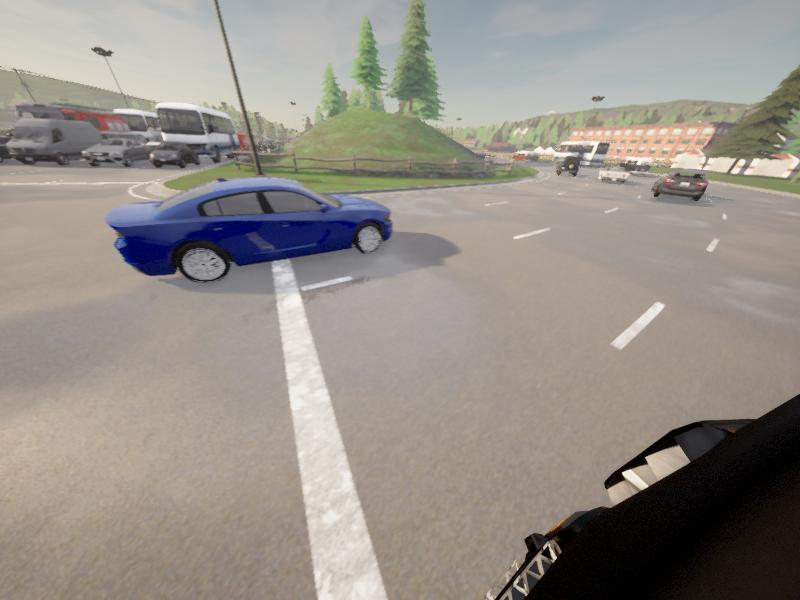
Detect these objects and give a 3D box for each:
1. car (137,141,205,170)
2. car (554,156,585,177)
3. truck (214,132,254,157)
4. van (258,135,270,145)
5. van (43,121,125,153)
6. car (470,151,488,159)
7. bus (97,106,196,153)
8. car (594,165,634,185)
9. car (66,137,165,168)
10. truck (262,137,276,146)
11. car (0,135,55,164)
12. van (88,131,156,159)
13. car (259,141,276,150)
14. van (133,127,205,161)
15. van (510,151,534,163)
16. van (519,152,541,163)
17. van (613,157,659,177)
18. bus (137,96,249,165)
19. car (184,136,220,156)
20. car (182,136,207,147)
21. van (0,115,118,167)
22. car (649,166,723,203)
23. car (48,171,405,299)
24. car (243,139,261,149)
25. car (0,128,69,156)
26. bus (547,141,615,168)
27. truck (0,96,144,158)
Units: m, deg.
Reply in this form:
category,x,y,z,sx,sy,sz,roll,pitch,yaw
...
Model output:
category,x,y,z,sx,sy,sz,roll,pitch,yaw
car,-16.855,-10.917,17.331,1.851,1.617,3.988,-7,35,-15
car,19.947,-15.956,27.446,1.905,1.878,3.866,16,36,17
truck,-21.745,-20.664,30.633,2.627,2.467,5.204,-8,35,-15
van,-46.925,-55.251,79.860,1.988,2.561,5.915,-7,35,-15
van,-34.724,-18.146,25.816,1.988,2.561,5.915,-7,35,-15
car,21.170,-39.221,62.425,2.163,1.488,4.792,-7,35,-15
bus,-32.976,-22.681,31.146,3.944,4.253,10.273,-7,35,-15
car,21.092,-12.528,22.982,1.895,1.301,4.718,20,37,23
car,-20.434,-10.933,17.060,2.152,1.651,5.027,-7,35,-15
truck,-39.722,-48.097,70.244,2.390,2.098,6.274,-7,35,-15
car,-27.245,-10.209,15.564,1.837,1.490,4.892,-7,35,-15
van,-25.869,-14.653,21.825,1.775,1.987,4.442,-7,35,-15
car,-28.745,-33.645,50.219,2.128,1.511,4.902,-7,36,-15
van,-22.763,-15.757,23.311,2.351,2.431,6.366,-7,35,-15
van,28.067,-32.919,53.119,2.069,2.038,4.480,-7,35,-15
van,30.995,-34.172,55.250,1.775,1.987,4.442,-7,35,-15
van,32.655,-18.621,32.265,2.069,2.038,4.480,10,35,7
bus,-18.830,-16.149,22.570,3.944,4.253,10.273,-7,35,-15
car,-24.852,-19.512,29.197,1.905,1.878,3.866,-7,35,-15
car,-42.756,-33.131,48.217,1.930,1.638,5.238,-7,35,-15
van,-23.881,-11.094,16.206,1.988,2.561,5.915,-7,35,-15
car,19.314,-8.105,15.945,2.242,1.667,4.611,27,41,31
car,-2.544,-1.767,4.944,5.008,1.535,1.882,-17,39,-26
car,-32.946,-34.860,51.647,2.242,1.667,4.611,-7,35,-15
car,-32.544,-13.678,19.949,1.932,1.855,4.605,-7,35,-15
bus,36.655,-30.165,47.716,3.944,4.253,10.273,-5,35,-12
truck,-29.773,-16.105,22.025,2.891,3.827,8.468,-7,35,-15
